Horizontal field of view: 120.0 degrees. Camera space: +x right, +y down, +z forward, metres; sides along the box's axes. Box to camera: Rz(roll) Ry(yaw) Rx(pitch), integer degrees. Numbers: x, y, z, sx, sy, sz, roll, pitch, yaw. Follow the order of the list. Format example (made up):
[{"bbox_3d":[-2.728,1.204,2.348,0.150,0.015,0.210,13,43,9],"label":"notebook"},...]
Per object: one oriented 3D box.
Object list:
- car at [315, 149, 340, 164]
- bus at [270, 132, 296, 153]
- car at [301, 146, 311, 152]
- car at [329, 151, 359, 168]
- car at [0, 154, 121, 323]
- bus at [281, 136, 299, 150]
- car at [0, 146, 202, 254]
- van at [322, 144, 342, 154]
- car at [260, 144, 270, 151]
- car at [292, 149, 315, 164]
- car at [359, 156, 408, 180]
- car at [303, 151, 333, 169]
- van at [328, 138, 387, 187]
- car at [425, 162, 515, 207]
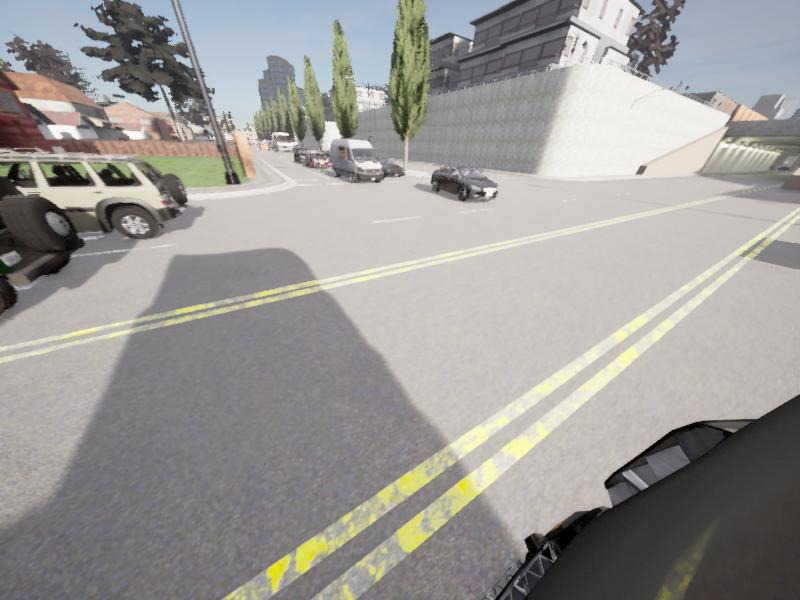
[{"bbox_3d":[-10.294,-20.239,32.566,2.007,1.525,4.514,-16,38,-26],"label":"car"},{"bbox_3d":[-30.987,-41.468,60.858,3.944,4.253,10.273,-16,38,-26],"label":"bus"},{"bbox_3d":[-29.635,-47.416,72.618,1.895,1.301,4.718,-16,38,-26],"label":"car"},{"bbox_3d":[-6.779,-16.842,27.685,1.837,1.490,4.892,-17,38,-26],"label":"car"},{"bbox_3d":[-6.923,-0.620,2.734,3.866,1.878,1.905,-17,38,-26],"label":"car"},{"bbox_3d":[-43.171,-61.649,90.473,3.944,4.253,10.273,-16,38,-26],"label":"bus"},{"bbox_3d":[-8.022,-2.426,5.411,4.605,1.855,1.932,-15,37,-26],"label":"car"},{"bbox_3d":[-21.834,-48.821,74.430,2.351,2.431,6.366,18,39,22],"label":"van"},{"bbox_3d":[-39.135,-44.218,66.930,1.882,1.535,5.008,-16,38,-26],"label":"car"},{"bbox_3d":[-12.643,-18.726,30.092,1.789,1.549,3.705,-16,38,-26],"label":"car"},{"bbox_3d":[-1.578,-11.796,20.476,2.033,1.411,5.357,-16,38,-26],"label":"car"},{"bbox_3d":[-8.925,-15.114,24.937,1.970,1.475,3.806,-16,38,-26],"label":"car"},{"bbox_3d":[-3.190,-10.057,16.694,1.988,2.561,5.915,-16,38,-26],"label":"van"},{"bbox_3d":[3.415,-6.435,12.583,2.128,1.511,4.902,-9,35,-17],"label":"car"}]
